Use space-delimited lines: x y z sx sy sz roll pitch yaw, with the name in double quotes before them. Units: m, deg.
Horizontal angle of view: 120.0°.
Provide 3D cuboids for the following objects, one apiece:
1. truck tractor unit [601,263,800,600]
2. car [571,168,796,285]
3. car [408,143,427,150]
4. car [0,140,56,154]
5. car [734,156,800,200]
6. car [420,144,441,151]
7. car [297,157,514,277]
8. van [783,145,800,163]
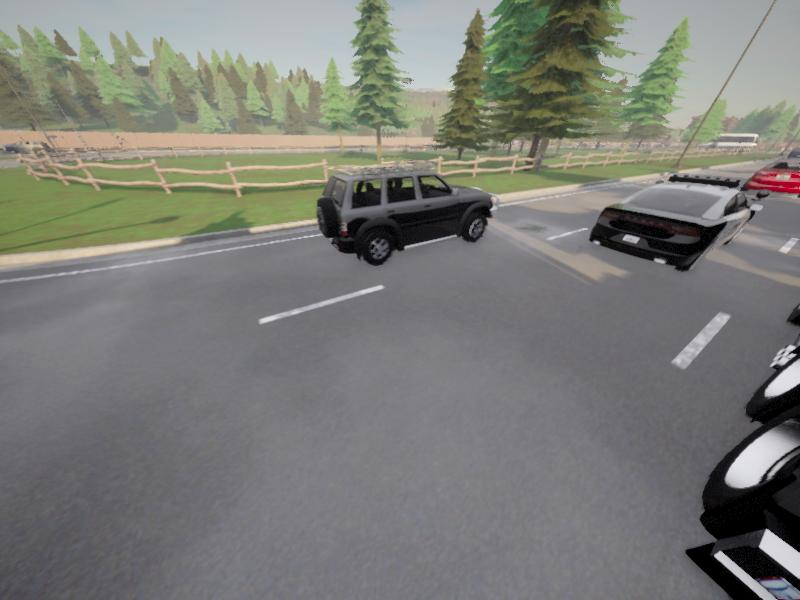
"truck tractor unit" 5.118 -0.289 0.790 6.516 4.208 3.053 -18 39 -24
"car" 7.096 -2.176 5.808 5.238 1.638 1.930 -18 39 -24
"car" 5.019 -43.948 66.093 4.792 1.488 2.163 -18 39 -25
"car" -60.738 -24.972 37.631 4.605 1.855 1.932 -18 39 -25
"car" 21.038 -6.702 12.467 4.611 1.667 2.242 -18 39 -24
"car" 7.987 -40.271 60.892 5.357 1.411 2.033 -18 39 -25
"car" 0.254 -2.361 5.790 4.605 1.855 1.932 -18 39 -24
"van" 58.489 -21.258 33.601 4.442 1.987 1.775 -18 39 -24
